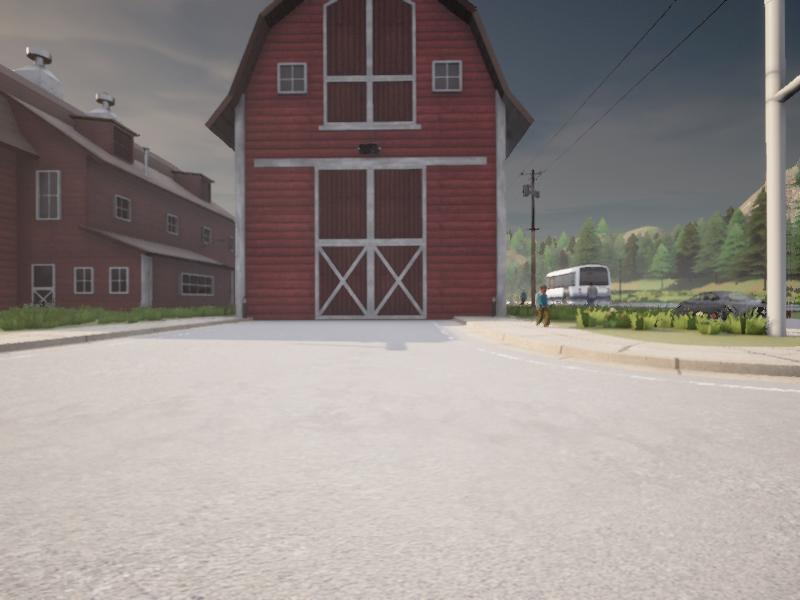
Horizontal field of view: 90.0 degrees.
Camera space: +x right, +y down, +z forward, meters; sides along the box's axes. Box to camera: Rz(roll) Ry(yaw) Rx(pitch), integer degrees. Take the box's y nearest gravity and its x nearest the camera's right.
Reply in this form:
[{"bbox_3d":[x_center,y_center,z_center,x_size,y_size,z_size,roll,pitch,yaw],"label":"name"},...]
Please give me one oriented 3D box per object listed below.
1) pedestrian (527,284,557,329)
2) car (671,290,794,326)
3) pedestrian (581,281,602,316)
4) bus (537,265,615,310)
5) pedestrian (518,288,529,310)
[{"bbox_3d":[3.597,0.150,10.141,0.500,1.100,0.500,0,0,-18],"label":"pedestrian"},{"bbox_3d":[14.283,0.300,17.568,1.994,1.385,4.181,0,0,1],"label":"car"},{"bbox_3d":[10.323,-0.099,21.566,0.751,1.860,0.751,0,0,-1],"label":"pedestrian"},{"bbox_3d":[18.286,-1.128,42.638,3.944,4.253,10.273,0,-1,1],"label":"bus"},{"bbox_3d":[10.949,-0.083,35.492,0.751,1.860,0.751,0,0,7],"label":"pedestrian"}]
